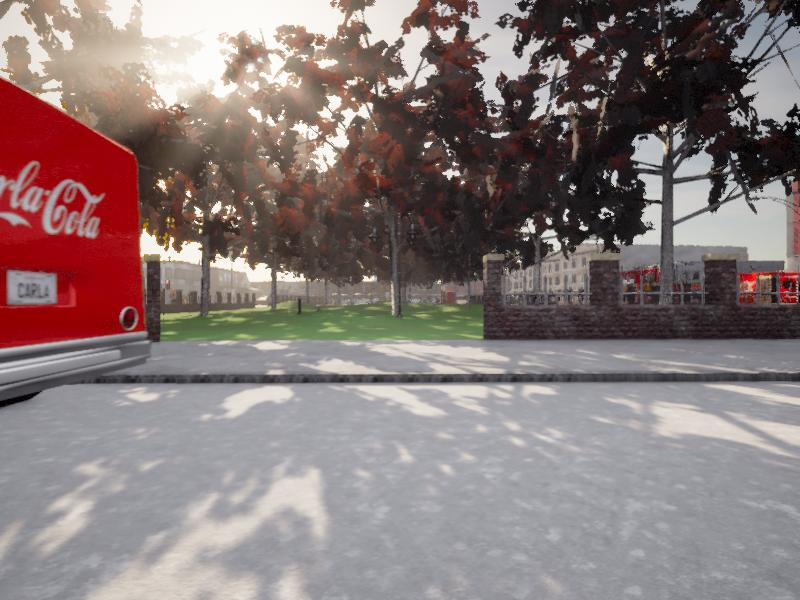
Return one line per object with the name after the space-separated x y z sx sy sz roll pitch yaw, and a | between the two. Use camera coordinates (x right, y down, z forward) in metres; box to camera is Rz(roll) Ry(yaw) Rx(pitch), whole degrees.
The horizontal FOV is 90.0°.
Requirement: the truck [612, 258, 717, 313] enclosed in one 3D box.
20.818 -0.991 32.337 2.891 3.827 8.468 0 0 0 | truck

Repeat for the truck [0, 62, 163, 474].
-4.999 -0.212 2.720 5.204 2.467 2.627 1 0 0 | truck

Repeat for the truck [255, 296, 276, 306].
-28.367 0.270 84.570 2.390 2.098 6.274 0 0 0 | truck

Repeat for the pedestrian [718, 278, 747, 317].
16.005 -0.121 19.285 0.751 1.860 0.751 0 0 0 | pedestrian

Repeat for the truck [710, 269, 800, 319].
20.796 -0.315 22.535 2.627 2.467 5.204 0 0 -1 | truck

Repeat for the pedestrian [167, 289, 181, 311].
-19.128 0.007 33.819 0.751 1.860 0.751 0 0 0 | pedestrian
